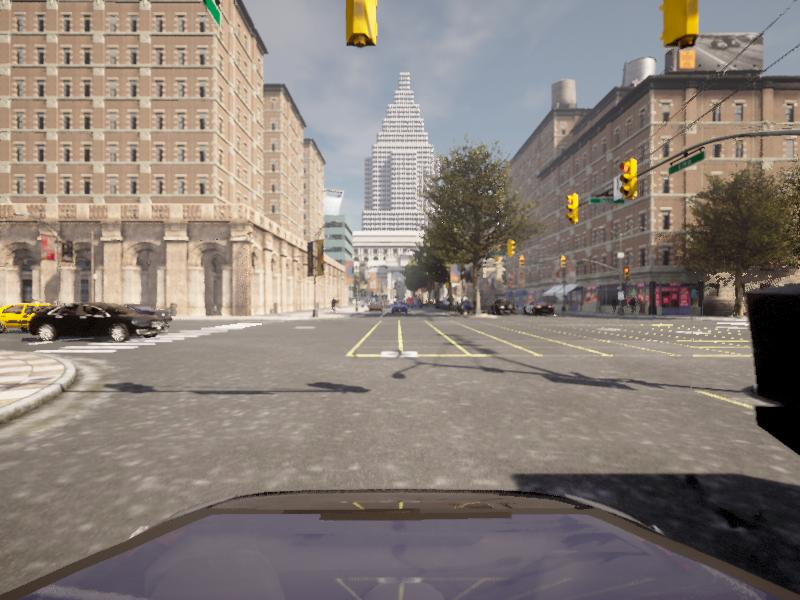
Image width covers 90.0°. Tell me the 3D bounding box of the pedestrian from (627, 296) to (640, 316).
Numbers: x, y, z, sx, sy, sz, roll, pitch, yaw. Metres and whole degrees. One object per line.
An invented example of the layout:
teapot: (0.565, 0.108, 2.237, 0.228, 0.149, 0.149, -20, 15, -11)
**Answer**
pedestrian: (21.981, 0.522, 37.701, 0.751, 1.860, 0.751, 0, 0, -9)

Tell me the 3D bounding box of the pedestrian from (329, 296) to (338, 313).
pedestrian: (-7.556, 0.529, 45.574, 0.751, 1.860, 0.751, 0, 0, 21)

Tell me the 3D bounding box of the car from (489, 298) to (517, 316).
car: (11.397, 0.701, 44.499, 1.932, 1.855, 4.605, 0, 1, 0)

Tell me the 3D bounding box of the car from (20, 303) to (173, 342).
car: (-12.031, 0.862, 16.055, 4.892, 1.490, 1.837, 0, 0, 3)

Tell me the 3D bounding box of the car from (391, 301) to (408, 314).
car: (-0.034, 0.869, 48.107, 1.882, 1.535, 5.008, 0, 0, 0)

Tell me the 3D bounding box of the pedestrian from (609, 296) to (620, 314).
pedestrian: (22.283, 0.525, 41.583, 0.751, 1.860, 0.751, 0, 0, -27)

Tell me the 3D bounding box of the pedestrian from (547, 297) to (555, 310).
pedestrian: (21.929, 0.541, 58.075, 0.751, 1.860, 0.751, 0, 0, -2)

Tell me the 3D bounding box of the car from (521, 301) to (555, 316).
car: (14.901, 0.867, 43.479, 2.038, 1.542, 4.974, 0, 0, 0)

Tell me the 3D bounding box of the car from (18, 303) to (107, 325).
car: (-22.357, 0.934, 26.627, 4.181, 1.385, 1.994, 0, 0, 0)

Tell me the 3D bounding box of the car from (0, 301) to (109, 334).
car: (-17.637, 0.820, 19.667, 5.366, 1.575, 1.801, 0, 0, -1)

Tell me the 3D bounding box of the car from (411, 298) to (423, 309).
car: (3.318, 0.635, 79.028, 2.150, 2.045, 5.566, 0, 0, 0)

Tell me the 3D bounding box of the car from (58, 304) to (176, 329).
car: (-16.246, 0.918, 23.177, 5.357, 1.411, 2.033, 0, 0, 0)

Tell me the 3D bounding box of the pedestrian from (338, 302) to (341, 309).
pedestrian: (-10.263, 0.929, 67.554, 0.500, 1.100, 0.500, 0, 0, 0)

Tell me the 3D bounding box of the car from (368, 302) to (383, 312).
car: (-3.380, 0.993, 56.713, 1.895, 1.301, 4.718, 0, 0, 0)

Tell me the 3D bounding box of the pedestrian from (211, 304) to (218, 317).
pedestrian: (-15.719, 0.898, 33.959, 0.500, 1.100, 0.500, 0, 0, -30)
